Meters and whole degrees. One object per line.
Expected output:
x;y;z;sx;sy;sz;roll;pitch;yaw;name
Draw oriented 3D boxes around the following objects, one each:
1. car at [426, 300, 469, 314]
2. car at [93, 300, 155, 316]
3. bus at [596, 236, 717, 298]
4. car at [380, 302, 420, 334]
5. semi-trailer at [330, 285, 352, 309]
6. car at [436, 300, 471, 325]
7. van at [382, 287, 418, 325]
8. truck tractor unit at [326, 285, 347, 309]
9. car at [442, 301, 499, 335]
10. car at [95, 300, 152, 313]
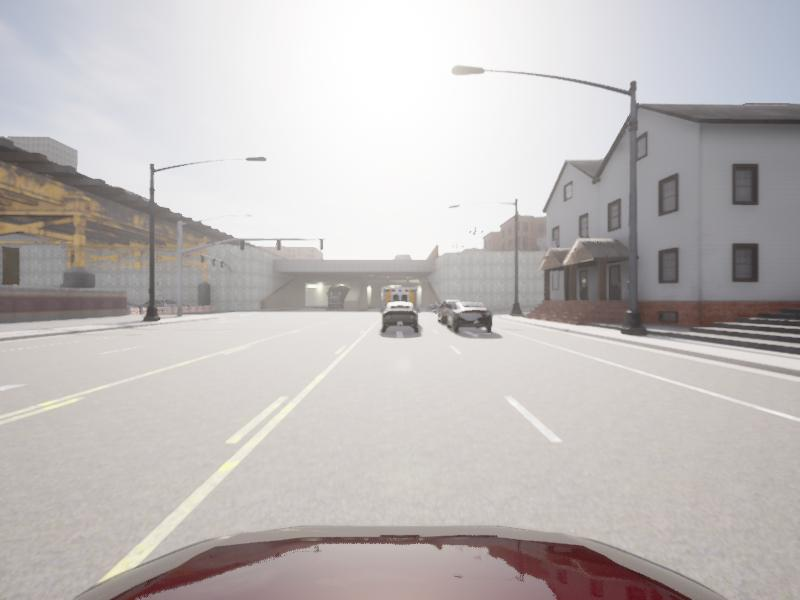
5.748;0.783;48.415;5.027;1.651;2.152;0;1;10;car
-28.170;0.786;40.937;2.038;1.542;4.974;0;0;44;car
28.309;-3.557;44.583;10.273;4.253;3.944;-14;0;0;bus
0.000;0.839;21.144;1.837;1.490;4.892;0;0;0;car
-11.671;-0.637;80.576;2.717;4.402;14.254;0;0;-2;semi-trailer
3.505;0.782;27.012;1.851;1.617;3.988;0;0;0;car
0.007;0.371;28.847;2.351;2.431;6.366;0;0;0;van
-11.433;-0.539;72.665;3.053;4.208;6.516;0;0;-2;truck tractor unit
3.494;0.831;20.817;2.128;1.511;4.902;0;0;0;car
-28.206;0.629;40.899;1.853;1.218;4.536;0;0;44;car
